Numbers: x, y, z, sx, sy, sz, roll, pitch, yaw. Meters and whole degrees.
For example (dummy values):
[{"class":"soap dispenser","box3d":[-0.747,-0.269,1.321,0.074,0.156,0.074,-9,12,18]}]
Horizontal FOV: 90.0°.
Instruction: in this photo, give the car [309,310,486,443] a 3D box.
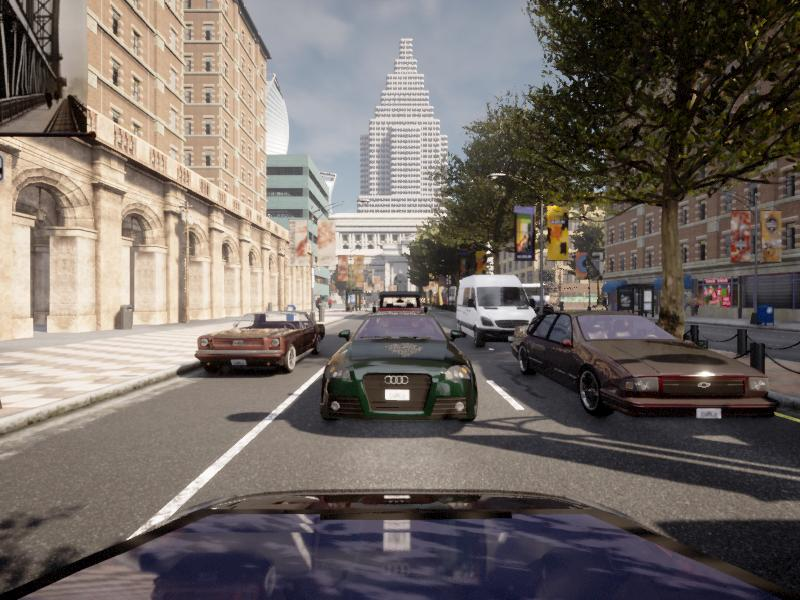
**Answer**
[{"class":"car","box3d":[0.010,0.908,6.581,1.994,1.385,4.181,0,0,1]}]

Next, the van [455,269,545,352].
[{"class":"van","box3d":[3.503,0.323,15.361,1.988,2.561,5.915,0,0,0]}]

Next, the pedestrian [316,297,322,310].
[{"class":"pedestrian","box3d":[-11.871,0.486,58.699,0.751,1.860,0.751,0,0,-16]}]

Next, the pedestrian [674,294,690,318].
[{"class":"pedestrian","box3d":[21.958,0.486,31.159,0.751,1.860,0.751,0,0,-11]}]

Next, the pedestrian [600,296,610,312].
[{"class":"pedestrian","box3d":[23.921,0.486,46.629,0.751,1.860,0.751,0,0,-5]}]

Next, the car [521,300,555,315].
[{"class":"car","box3d":[15.017,0.828,43.928,2.038,1.542,4.974,0,0,0]}]

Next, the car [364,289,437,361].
[{"class":"car","box3d":[0.002,0.646,12.323,1.905,1.878,3.866,0,0,0]}]

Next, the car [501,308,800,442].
[{"class":"car","box3d":[3.501,0.895,7.189,2.033,1.411,5.357,0,0,0]}]

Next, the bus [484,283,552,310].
[{"class":"bus","box3d":[19.716,-0.537,67.554,10.273,4.253,3.944,0,0,38]}]

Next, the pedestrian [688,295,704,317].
[{"class":"pedestrian","box3d":[24.913,0.486,33.650,0.751,1.860,0.751,0,0,-4]}]

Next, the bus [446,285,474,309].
[{"class":"bus","box3d":[11.402,-0.537,77.690,3.944,4.253,10.273,0,0,0]}]

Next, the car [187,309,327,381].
[{"class":"car","box3d":[-3.246,0.939,10.223,1.895,1.301,4.718,0,0,0]}]
